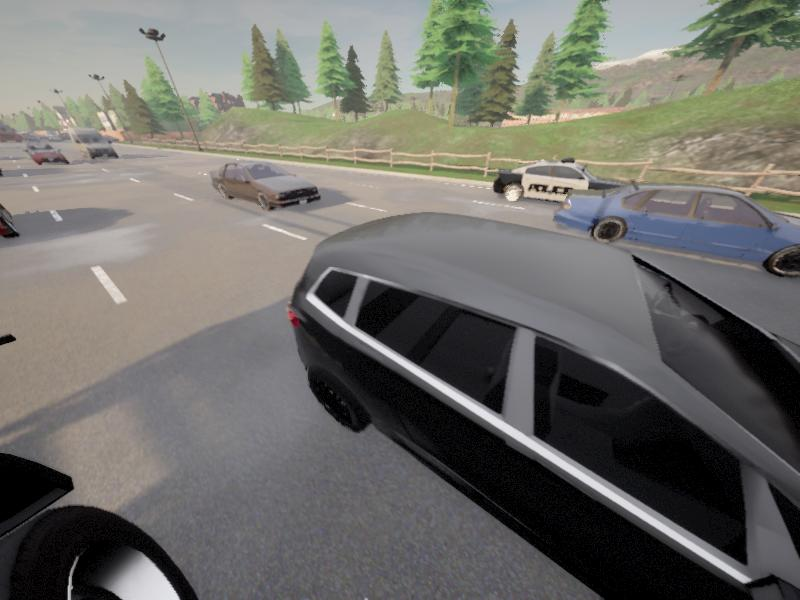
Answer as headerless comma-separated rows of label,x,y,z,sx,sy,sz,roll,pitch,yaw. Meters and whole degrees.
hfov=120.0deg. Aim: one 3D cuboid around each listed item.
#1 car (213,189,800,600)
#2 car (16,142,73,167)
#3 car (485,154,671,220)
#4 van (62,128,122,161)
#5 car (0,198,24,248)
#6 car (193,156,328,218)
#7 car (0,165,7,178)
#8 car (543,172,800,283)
car,1.214,0.484,1.781,4.611,1.667,2.242,22,41,28
car,-29.080,-11.989,18.932,3.633,1.501,1.845,22,41,28
car,6.505,-4.733,9.251,5.238,1.638,1.930,22,41,28
van,-31.249,-15.852,23.463,5.915,2.561,1.988,22,40,27
car,-11.573,-2.209,5.608,4.181,1.385,1.994,22,41,28
car,-5.594,-4.690,9.187,5.357,1.411,2.033,22,41,28
car,-25.974,-8.270,13.670,5.027,1.651,2.152,22,41,28
car,6.873,-2.006,5.629,5.357,1.411,2.033,22,41,28
